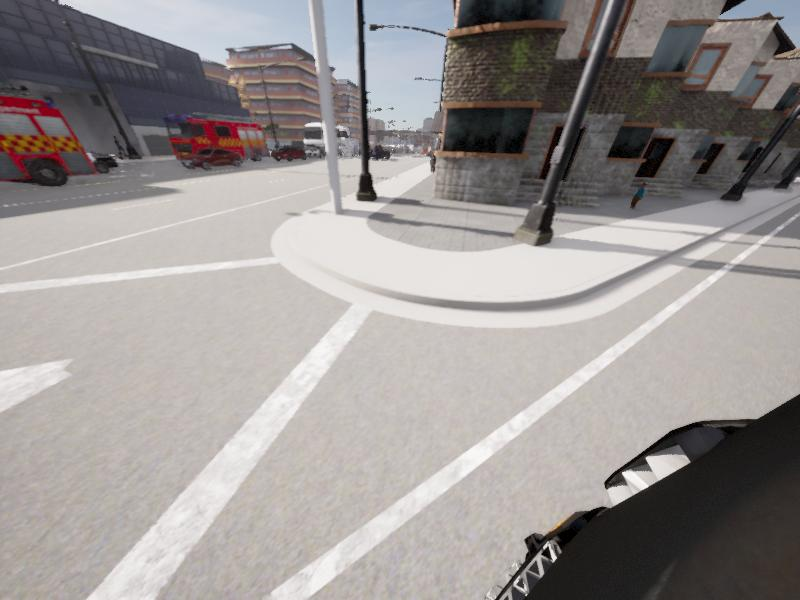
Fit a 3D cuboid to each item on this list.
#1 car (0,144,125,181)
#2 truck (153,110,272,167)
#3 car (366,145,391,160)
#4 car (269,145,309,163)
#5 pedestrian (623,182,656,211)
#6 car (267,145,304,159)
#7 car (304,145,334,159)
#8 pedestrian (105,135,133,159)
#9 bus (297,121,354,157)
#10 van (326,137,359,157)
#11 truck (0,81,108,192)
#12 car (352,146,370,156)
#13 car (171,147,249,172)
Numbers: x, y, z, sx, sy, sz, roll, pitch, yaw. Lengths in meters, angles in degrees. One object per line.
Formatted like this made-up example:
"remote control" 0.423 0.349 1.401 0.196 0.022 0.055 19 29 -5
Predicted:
"car" -20.513 -8.241 13.647 2.038 1.542 4.974 10 35 12
"truck" -17.315 -15.689 22.629 2.891 3.827 8.468 10 36 12
"car" -3.045 -21.597 33.767 2.242 1.667 4.611 10 35 12
"car" -12.622 -16.908 26.653 1.816 1.474 4.193 10 36 12
"pedestrian" 10.759 -4.653 10.397 0.500 1.100 0.500 -14 37 -23
"car" -14.986 -19.581 30.480 1.994 1.385 4.181 10 35 11
"car" -10.957 -20.343 31.688 1.970 1.475 3.806 10 35 12
"pedestrian" -26.962 -14.727 22.213 0.751 1.860 0.751 4 33 2
"bus" -11.861 -26.776 38.673 3.944 4.253 10.273 10 35 12
"van" -9.021 -24.657 37.307 2.351 2.431 6.366 10 35 12
"truck" -18.343 -6.017 8.397 2.891 3.827 8.468 10 34 12
"car" -7.290 -28.110 43.510 1.812 1.442 4.674 9 34 10
"car" -15.179 -11.575 18.881 1.812 1.442 4.674 10 36 12
